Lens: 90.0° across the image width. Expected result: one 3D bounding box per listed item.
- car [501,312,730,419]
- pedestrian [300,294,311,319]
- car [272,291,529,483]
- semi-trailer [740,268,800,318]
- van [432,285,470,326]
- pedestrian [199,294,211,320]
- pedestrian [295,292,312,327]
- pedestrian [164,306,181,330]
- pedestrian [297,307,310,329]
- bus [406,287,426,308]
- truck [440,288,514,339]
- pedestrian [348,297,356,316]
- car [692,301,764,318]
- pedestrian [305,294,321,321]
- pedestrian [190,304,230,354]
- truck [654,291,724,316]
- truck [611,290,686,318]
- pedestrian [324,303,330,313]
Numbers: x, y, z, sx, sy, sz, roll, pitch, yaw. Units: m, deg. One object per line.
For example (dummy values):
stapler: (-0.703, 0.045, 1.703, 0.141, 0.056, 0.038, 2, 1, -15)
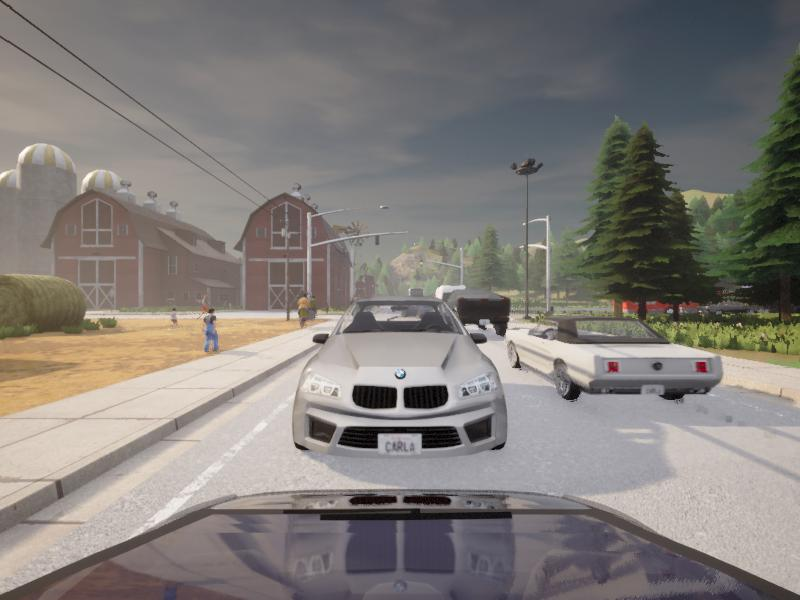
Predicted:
car: (3.497, 0.950, 7.752, 1.895, 1.301, 4.718, 0, 0, 0)
pedestrian: (-7.283, 0.486, 30.732, 0.751, 1.860, 0.751, 0, 0, -20)
car: (-0.008, 0.761, 5.796, 2.242, 1.667, 4.611, 0, 0, 0)
semi-trailer: (39.550, -0.617, 36.831, 14.254, 4.402, 2.717, 0, 0, 0)
van: (3.484, 0.345, 28.382, 1.988, 2.561, 5.915, 0, 0, 0)
pedestrian: (-14.089, 0.482, 28.892, 0.751, 1.860, 0.751, 0, 0, -21)
pedestrian: (-5.158, 0.496, 21.422, 0.751, 1.860, 0.751, 0, 0, 3)
pedestrian: (-10.812, 0.855, 19.015, 0.500, 1.100, 0.500, 0, 0, 23)
pedestrian: (-4.770, 0.881, 19.790, 0.500, 1.100, 0.500, 0, 0, 4)
bus: (3.322, -0.467, 87.181, 3.944, 4.253, 10.273, 0, 0, 0)
truck: (3.484, 0.558, 19.573, 2.390, 2.098, 6.274, 0, 0, 0)
pedestrian: (-4.625, 0.642, 38.893, 0.751, 1.860, 0.751, 0, 0, -7)
car: (30.111, 0.847, 36.878, 4.902, 1.511, 2.128, 0, 0, 0)
pedestrian: (-6.111, 0.485, 28.119, 0.751, 1.860, 0.751, 0, 0, 33)
pedestrian: (-5.188, 0.767, 10.945, 0.751, 1.300, 0.751, 0, 0, -1)
truck: (29.004, 0.360, 40.281, 5.204, 2.467, 2.627, 0, 0, -1)
truck: (22.660, 0.355, 36.680, 5.204, 2.467, 2.627, 0, 0, -1)
pedestrian: (-7.904, 0.872, 43.418, 0.500, 1.100, 0.500, 0, 0, -34)
